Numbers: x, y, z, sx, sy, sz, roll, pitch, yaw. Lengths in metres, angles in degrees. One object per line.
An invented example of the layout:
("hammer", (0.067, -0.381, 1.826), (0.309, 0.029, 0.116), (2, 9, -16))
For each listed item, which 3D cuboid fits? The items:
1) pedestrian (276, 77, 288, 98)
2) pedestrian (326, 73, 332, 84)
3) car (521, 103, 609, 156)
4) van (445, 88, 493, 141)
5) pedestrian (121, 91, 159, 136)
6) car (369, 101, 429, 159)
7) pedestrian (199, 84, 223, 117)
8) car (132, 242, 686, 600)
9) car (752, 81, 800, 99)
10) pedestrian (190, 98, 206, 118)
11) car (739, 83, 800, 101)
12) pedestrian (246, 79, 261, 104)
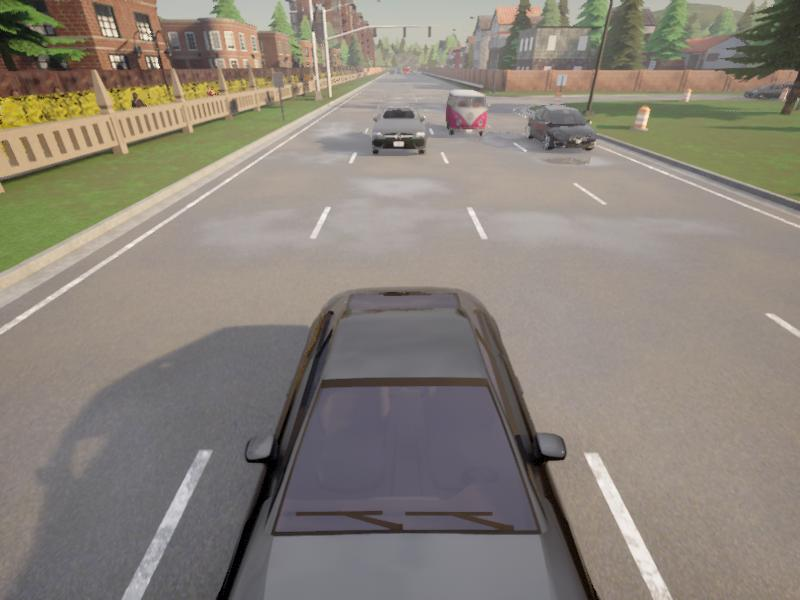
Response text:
("pedestrian", (-12.239, -22.089, 41.615), (0.751, 1.860, 0.751), (0, 30, 0))
("pedestrian", (-12.899, -40.185, 72.577), (0.751, 1.860, 0.751), (0, 30, 0))
("car", (6.937, -7.564, 17.467), (1.837, 1.490, 4.892), (1, 30, 0))
("van", (3.365, -9.539, 20.359), (1.775, 1.987, 4.442), (2, 30, 2))
("pedestrian", (-12.202, -8.758, 18.806), (0.751, 1.860, 0.751), (0, 30, 0))
("car", (-0.046, -7.322, 16.926), (2.152, 1.651, 5.027), (0, 30, 0))
("pedestrian", (-12.204, -12.892, 25.879), (0.751, 1.860, 0.751), (0, 30, -1))
("car", (0.037, 1.019, 2.928), (1.994, 1.385, 4.181), (-1, 30, 1))
("car", (42.460, -23.162, 44.118), (4.611, 1.667, 2.242), (6, 31, 11))
("pedestrian", (-12.867, -12.250, 25.535), (0.500, 1.100, 0.500), (4, 31, 7))
("car", (38.762, -21.712, 41.717), (4.514, 1.525, 2.007), (4, 31, 7))
("pedestrian", (-12.891, -18.317, 35.162), (0.751, 1.860, 0.751), (0, 30, 0))
